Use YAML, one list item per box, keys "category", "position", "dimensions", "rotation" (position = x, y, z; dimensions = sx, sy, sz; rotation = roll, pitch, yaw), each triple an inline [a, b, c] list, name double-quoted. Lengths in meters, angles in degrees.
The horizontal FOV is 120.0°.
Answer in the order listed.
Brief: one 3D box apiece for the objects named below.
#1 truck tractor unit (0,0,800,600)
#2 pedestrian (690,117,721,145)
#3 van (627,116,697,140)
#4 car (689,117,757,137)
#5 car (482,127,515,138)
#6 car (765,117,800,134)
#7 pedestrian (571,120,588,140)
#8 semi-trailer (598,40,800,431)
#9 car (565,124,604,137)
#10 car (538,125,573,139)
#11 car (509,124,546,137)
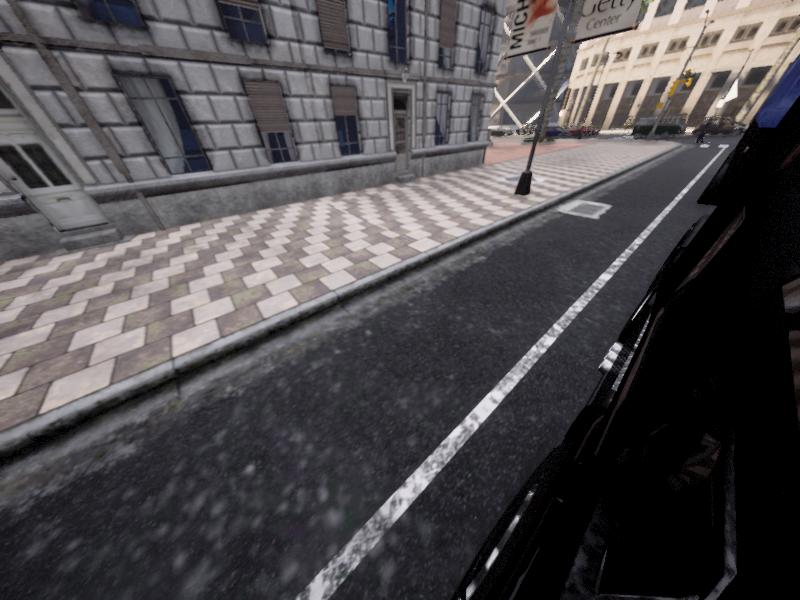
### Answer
- category: "truck tractor unit"
  position: [2.645, -0.295, 0.351]
  dimensions: [6.516, 4.208, 3.053]
  rotation: [-28, 44, -30]
- category: "pedestrian"
  position: [25.488, -14.126, 19.327]
  dimensions: [0.751, 1.860, 0.751]
  rotation: [27, 46, 33]
- category: "van"
  position: [29.107, -19.264, 25.894]
  dimensions: [1.775, 1.987, 4.442]
  rotation: [-17, 39, -19]
- category: "car"
  position: [35.468, -19.000, 25.466]
  dimensions: [1.851, 1.617, 3.988]
  rotation: [-28, 44, -30]
- category: "car"
  position: [17.384, -29.620, 40.857]
  dimensions: [4.902, 1.511, 2.128]
  rotation: [17, 41, 25]
- category: "car"
  position: [44.768, -19.053, 25.136]
  dimensions: [2.033, 1.411, 5.357]
  rotation: [-28, 44, -30]
- category: "pedestrian"
  position: [20.755, -19.660, 26.758]
  dimensions: [0.751, 1.860, 0.751]
  rotation: [7, 38, 13]
- category: "semi-trailer"
  position: [8.698, -3.606, 4.227]
  dimensions: [14.254, 4.402, 2.717]
  rotation: [-28, 44, -30]
- category: "car"
  position: [26.850, -24.713, 33.741]
  dimensions: [1.970, 1.475, 3.806]
  rotation: [-30, 45, -32]
- category: "car"
  position: [22.483, -24.397, 33.547]
  dimensions: [1.845, 1.501, 3.633]
  rotation: [-31, 45, -33]
- category: "car"
  position: [22.590, -30.232, 41.240]
  dimensions: [5.238, 1.638, 1.930]
  rotation: [25, 45, 32]
